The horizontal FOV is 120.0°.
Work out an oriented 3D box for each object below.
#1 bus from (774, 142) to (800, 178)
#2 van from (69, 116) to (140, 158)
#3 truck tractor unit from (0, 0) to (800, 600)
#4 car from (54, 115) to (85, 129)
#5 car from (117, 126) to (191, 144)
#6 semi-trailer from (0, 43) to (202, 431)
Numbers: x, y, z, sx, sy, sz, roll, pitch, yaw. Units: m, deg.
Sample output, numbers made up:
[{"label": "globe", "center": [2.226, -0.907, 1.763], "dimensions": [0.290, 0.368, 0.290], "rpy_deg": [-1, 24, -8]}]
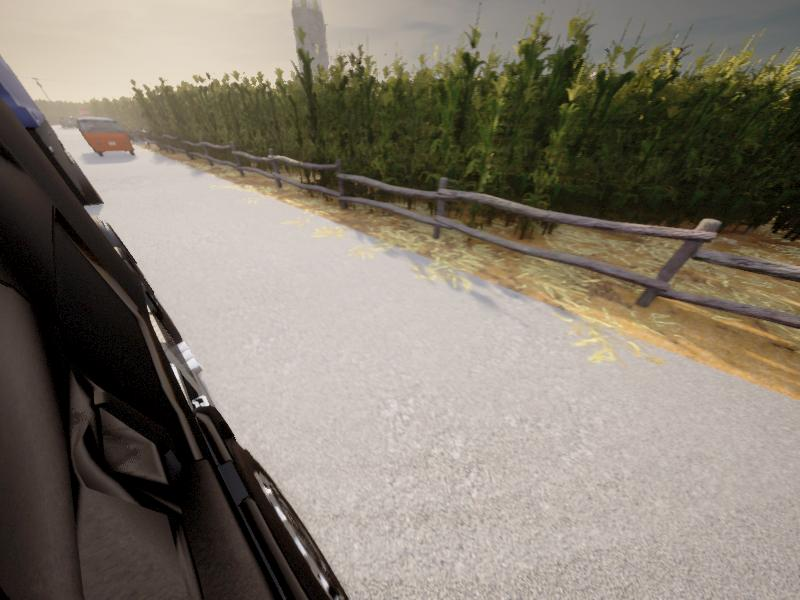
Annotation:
[{"label": "bus", "center": [35.214, -11.383, 17.410], "dimensions": [3.944, 4.253, 10.273], "rpy_deg": [29, 44, 31]}, {"label": "van", "center": [-19.293, -10.690, 15.076], "dimensions": [4.442, 1.987, 1.775], "rpy_deg": [28, 44, 30]}, {"label": "truck tractor unit", "center": [-2.645, -0.295, 0.351], "dimensions": [6.516, 4.208, 3.053], "rpy_deg": [28, 44, 30]}, {"label": "car", "center": [-55.082, -29.638, 38.474], "dimensions": [4.611, 1.667, 2.242], "rpy_deg": [28, 44, 30]}, {"label": "car", "center": [-23.998, -16.194, 22.709], "dimensions": [4.718, 1.301, 1.895], "rpy_deg": [-27, 46, -34]}, {"label": "semi-trailer", "center": [-8.702, -3.599, 4.230], "dimensions": [14.254, 4.402, 2.717], "rpy_deg": [28, 44, 30]}]
